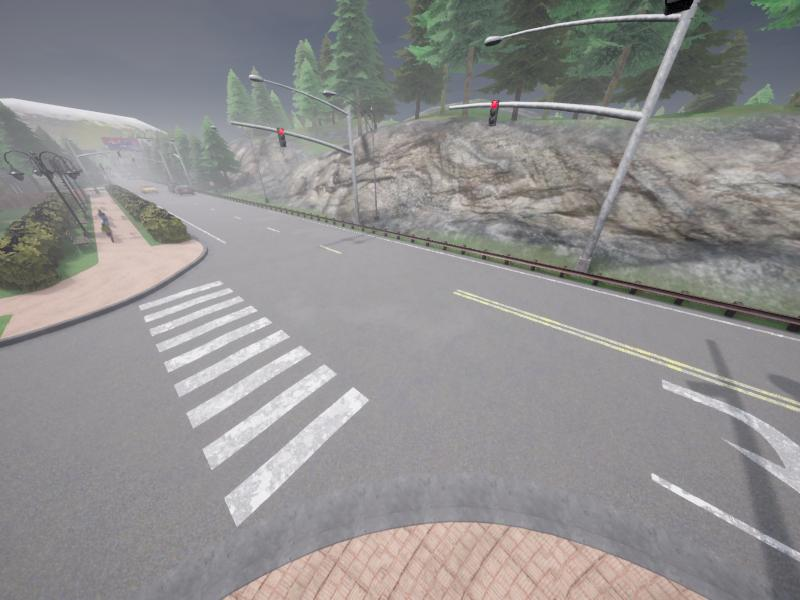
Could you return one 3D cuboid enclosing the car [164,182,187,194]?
[{"bbox_3d":[-40.749,-20.336,41.907,3.988,1.617,1.851,23,37,34],"label":"car"}]

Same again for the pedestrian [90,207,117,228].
[{"bbox_3d":[-22.079,-6.152,17.216,0.751,1.300,0.751,25,38,36],"label":"pedestrian"}]

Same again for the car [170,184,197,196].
[{"bbox_3d":[-36.151,-18.362,38.536,4.792,1.488,2.163,23,37,34],"label":"car"}]

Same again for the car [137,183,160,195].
[{"bbox_3d":[-43.633,-19.269,40.045,5.366,1.575,1.801,23,37,34],"label":"car"}]

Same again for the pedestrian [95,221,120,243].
[{"bbox_3d":[-17.385,-4.027,13.735,0.500,1.100,0.500,24,38,35],"label":"pedestrian"}]
